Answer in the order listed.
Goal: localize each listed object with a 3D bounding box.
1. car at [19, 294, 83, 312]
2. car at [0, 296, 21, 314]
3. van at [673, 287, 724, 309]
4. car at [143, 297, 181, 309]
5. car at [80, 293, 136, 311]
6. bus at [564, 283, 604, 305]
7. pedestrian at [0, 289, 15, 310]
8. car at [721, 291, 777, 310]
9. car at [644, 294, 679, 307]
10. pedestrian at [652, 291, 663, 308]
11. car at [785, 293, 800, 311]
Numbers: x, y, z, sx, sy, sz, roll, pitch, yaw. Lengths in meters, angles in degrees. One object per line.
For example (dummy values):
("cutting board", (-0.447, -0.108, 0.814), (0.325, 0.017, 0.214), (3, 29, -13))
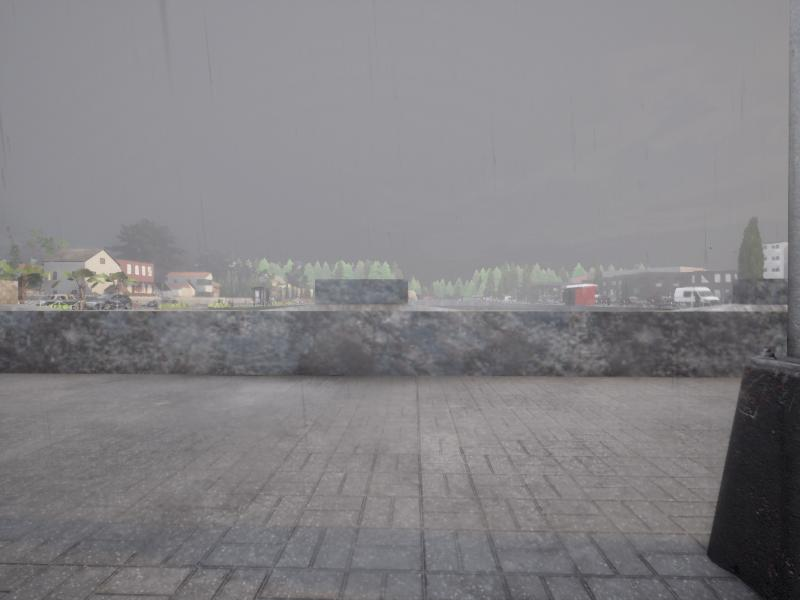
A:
("car", (-29.422, 0.253, 33.891), (1.970, 1.475, 3.806), (0, 0, 2))
("car", (-29.630, 0.344, 27.856), (1.895, 1.301, 4.718), (0, 0, 2))
("van", (36.850, -0.278, 49.652), (1.988, 2.561, 5.915), (0, 0, 2))
("car", (-28.922, 0.307, 48.784), (1.994, 1.385, 4.181), (0, 0, 2))
("car", (-29.211, 0.178, 40.270), (2.033, 1.649, 4.856), (0, 0, 2))
("bus", (38.101, -1.139, 83.307), (3.944, 4.253, 10.273), (0, 0, 2))
("pedestrian", (-34.480, -0.067, 35.090), (0.751, 1.860, 0.751), (0, 0, 0))
("car", (36.603, 0.052, 42.120), (1.932, 1.855, 4.605), (0, 0, 2))
("car", (37.100, 0.094, 56.978), (2.097, 1.767, 4.553), (0, 0, 2))
("pedestrian", (28.560, -0.053, 44.320), (0.751, 1.860, 0.751), (0, 0, 3))
("car", (36.340, 0.201, 34.239), (1.801, 1.575, 5.366), (0, 0, 2))
